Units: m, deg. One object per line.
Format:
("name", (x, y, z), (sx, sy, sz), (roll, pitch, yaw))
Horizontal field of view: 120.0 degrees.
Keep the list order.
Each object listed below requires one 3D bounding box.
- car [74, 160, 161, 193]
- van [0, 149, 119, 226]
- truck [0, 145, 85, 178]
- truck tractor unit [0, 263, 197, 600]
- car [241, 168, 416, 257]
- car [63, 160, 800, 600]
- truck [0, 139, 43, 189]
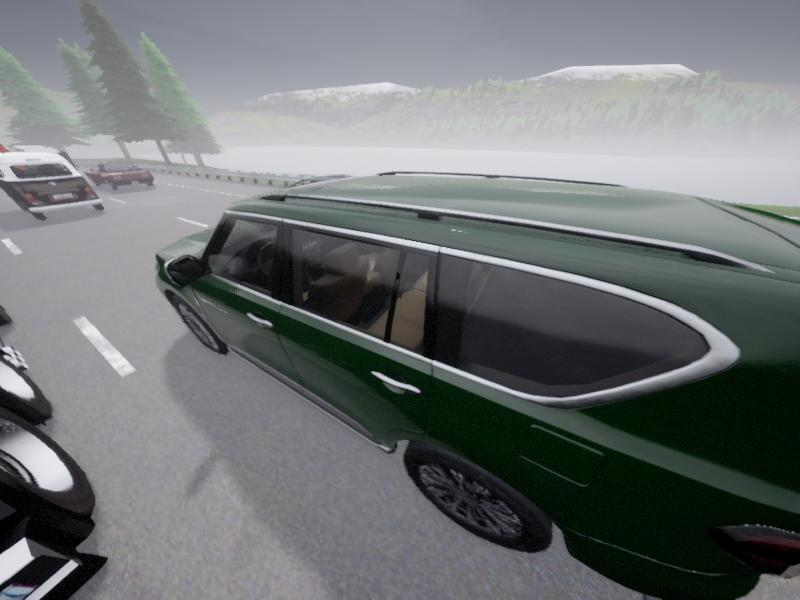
("car", (-17.154, -7.598, 14.024), (4.718, 1.301, 1.895), (18, 39, 24))
("van", (-13.764, -4.505, 8.891), (4.480, 2.038, 2.069), (19, 39, 24))
("truck", (-30.515, -11.806, 19.533), (6.274, 2.098, 2.390), (15, 38, 21))
("truck tractor unit", (-5.116, -0.291, 0.793), (6.516, 4.208, 3.053), (18, 39, 25))
("car", (-2.034, -2.798, 6.738), (4.514, 1.525, 2.007), (18, 39, 24))
("car", (-0.399, -0.175, 2.485), (5.566, 2.045, 2.150), (18, 39, 25))
("truck", (-26.457, -8.616, 14.567), (5.204, 2.467, 2.627), (16, 38, 22))
